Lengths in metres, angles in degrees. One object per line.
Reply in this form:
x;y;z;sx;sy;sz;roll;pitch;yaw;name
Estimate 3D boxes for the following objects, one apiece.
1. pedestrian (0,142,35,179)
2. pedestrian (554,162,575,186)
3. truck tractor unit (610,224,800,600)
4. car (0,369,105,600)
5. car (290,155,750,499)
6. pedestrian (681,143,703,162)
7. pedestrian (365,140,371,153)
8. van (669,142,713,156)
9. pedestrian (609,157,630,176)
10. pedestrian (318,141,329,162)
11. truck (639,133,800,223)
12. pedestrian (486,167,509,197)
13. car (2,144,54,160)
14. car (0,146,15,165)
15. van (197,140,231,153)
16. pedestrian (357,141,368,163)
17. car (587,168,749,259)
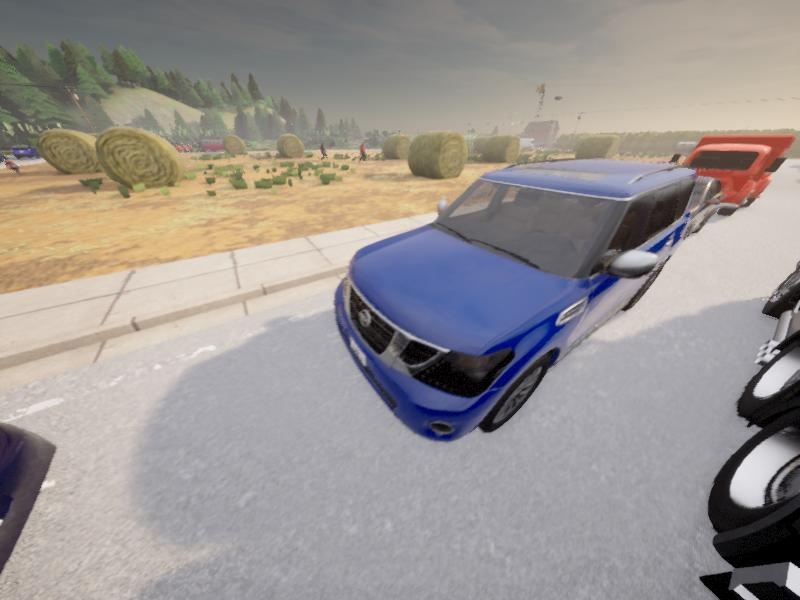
-23.983;-8.533;14.128;0.751;1.860;0.751;-14;38;-20;pedestrian
9.172;-7.065;12.921;0.500;1.100;0.500;-29;45;-35;pedestrian
5.040;-0.366;0.874;6.516;4.208;3.053;-21;40;-27;truck tractor unit
-3.709;1.674;0.238;3.633;1.501;1.845;-21;40;-28;car
1.909;-0.687;3.217;5.566;2.045;2.150;-21;40;-27;car
34.546;-17.456;27.324;0.751;1.860;0.751;-20;40;-27;pedestrian
-5.938;-28.242;42.456;0.751;1.860;0.751;11;36;15;pedestrian
54.249;-28.292;43.182;2.069;2.038;4.480;-20;40;-27;van
15.505;-9.398;16.308;0.500;1.100;0.500;-13;37;-18;pedestrian
-8.265;-16.087;25.040;0.751;1.860;0.751;-2;35;-3;pedestrian
12.785;-5.049;9.171;5.204;2.467;2.627;-21;40;-27;truck
4.289;-5.203;10.220;0.500;1.100;0.500;-12;37;-17;pedestrian
-46.900;-18.796;29.278;2.007;1.525;4.514;-23;42;-30;car
-41.303;-14.057;22.533;1.882;1.535;5.008;-20;40;-27;car
-34.343;-28.492;42.801;4.442;1.987;1.775;-18;39;-25;van
-3.951;-15.558;24.315;0.751;1.860;0.751;11;36;15;pedestrian
7.394;-2.599;6.426;3.705;1.549;1.789;-21;40;-28;car
